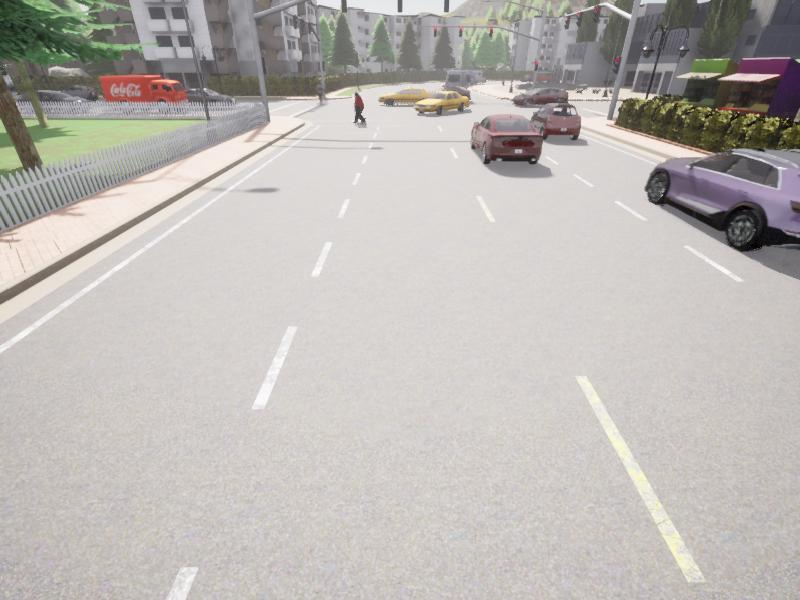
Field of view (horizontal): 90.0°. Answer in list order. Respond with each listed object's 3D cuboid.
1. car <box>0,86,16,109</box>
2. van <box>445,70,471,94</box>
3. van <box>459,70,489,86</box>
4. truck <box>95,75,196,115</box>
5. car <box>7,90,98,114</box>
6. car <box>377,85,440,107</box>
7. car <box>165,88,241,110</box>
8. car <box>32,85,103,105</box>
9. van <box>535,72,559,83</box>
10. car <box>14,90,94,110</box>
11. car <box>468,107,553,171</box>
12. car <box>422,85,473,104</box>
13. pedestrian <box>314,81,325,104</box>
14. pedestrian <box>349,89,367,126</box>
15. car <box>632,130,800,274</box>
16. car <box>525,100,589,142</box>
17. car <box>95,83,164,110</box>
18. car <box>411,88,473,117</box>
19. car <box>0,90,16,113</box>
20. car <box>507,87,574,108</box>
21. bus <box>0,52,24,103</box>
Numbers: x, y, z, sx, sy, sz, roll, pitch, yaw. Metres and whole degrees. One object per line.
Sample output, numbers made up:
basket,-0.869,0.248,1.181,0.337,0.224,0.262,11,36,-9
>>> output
car,-35.747,-16.851,33.289,5.027,1.651,2.152,1,30,2
van,7.797,-29.219,53.491,1.988,2.561,5.915,10,32,16
van,13.910,-41.590,74.817,2.351,2.431,6.366,24,38,35
truck,-18.577,-15.148,29.522,5.204,2.467,2.627,1,30,2
car,-25.929,-14.856,29.993,4.892,1.490,1.837,1,30,2
car,0.762,-17.954,35.198,5.366,1.575,1.801,1,30,2
car,-15.995,-16.454,32.708,4.902,1.511,2.128,1,30,2
car,-31.088,-19.303,37.580,4.514,1.525,2.007,-5,31,-9
van,31.852,-48.247,86.653,4.442,1.987,1.775,-12,32,-19
car,-28.538,-16.583,33.149,4.718,1.301,1.895,1,30,2
car,3.928,-6.273,15.234,1.882,1.535,5.008,0,30,0
car,4.435,-19.595,38.141,4.674,1.442,1.812,1,30,2
pedestrian,-7.369,-19.088,36.819,0.751,1.860,0.751,-7,31,-12
pedestrian,-2.456,-11.310,23.494,0.751,1.860,0.751,-13,33,-21
car,7.349,-2.373,8.462,2.033,1.649,4.856,0,30,1
car,7.582,-8.888,19.717,1.845,1.501,3.633,2,30,3
car,-22.066,-16.724,32.796,3.866,1.878,1.905,1,30,2
car,3.152,-14.645,29.527,1.801,1.575,5.366,22,37,33
car,-32.486,-14.972,30.196,4.892,1.490,1.837,1,30,2
car,12.025,-17.414,34.364,4.792,1.488,2.163,-5,31,-8
bus,-44.123,-21.609,38.827,10.273,4.253,3.944,1,30,2
